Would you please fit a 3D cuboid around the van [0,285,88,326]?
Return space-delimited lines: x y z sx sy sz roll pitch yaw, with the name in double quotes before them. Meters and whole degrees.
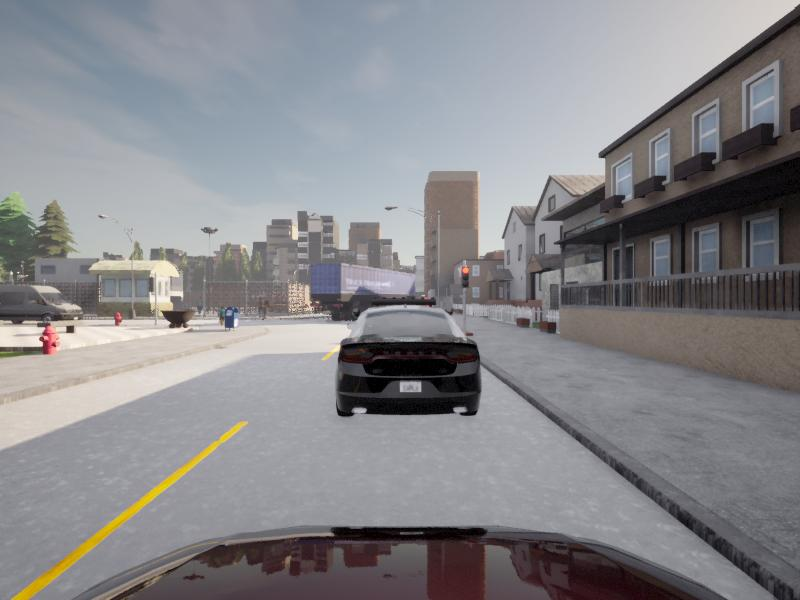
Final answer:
"van" -24.059 0.322 26.099 5.915 2.561 1.988 0 0 1

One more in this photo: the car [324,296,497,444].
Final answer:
"car" 0.062 0.771 7.066 1.930 1.638 5.238 0 0 -1

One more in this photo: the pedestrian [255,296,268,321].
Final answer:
"pedestrian" -10.607 0.637 30.616 0.751 1.860 0.751 0 0 1

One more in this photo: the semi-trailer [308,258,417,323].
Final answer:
"semi-trailer" -2.409 -0.625 34.180 2.717 4.402 14.254 1 0 23

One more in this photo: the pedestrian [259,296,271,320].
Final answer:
"pedestrian" -10.596 0.637 31.404 0.751 1.860 0.751 0 0 -1

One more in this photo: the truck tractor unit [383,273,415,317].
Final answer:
"truck tractor unit" -0.045 -0.521 41.612 3.053 4.208 6.516 0 0 0

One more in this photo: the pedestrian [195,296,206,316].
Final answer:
"pedestrian" -18.794 0.536 37.655 0.751 1.860 0.751 0 0 -13

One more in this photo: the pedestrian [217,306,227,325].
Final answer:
"pedestrian" -10.349 0.904 23.219 0.500 1.100 0.500 0 0 -27

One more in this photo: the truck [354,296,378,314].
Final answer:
"truck" -4.111 0.542 49.206 2.390 2.098 6.274 0 0 0
